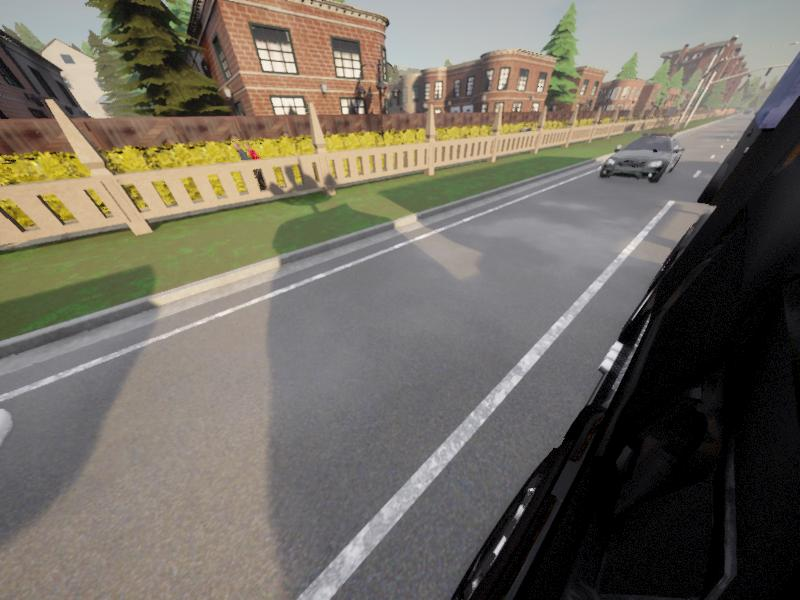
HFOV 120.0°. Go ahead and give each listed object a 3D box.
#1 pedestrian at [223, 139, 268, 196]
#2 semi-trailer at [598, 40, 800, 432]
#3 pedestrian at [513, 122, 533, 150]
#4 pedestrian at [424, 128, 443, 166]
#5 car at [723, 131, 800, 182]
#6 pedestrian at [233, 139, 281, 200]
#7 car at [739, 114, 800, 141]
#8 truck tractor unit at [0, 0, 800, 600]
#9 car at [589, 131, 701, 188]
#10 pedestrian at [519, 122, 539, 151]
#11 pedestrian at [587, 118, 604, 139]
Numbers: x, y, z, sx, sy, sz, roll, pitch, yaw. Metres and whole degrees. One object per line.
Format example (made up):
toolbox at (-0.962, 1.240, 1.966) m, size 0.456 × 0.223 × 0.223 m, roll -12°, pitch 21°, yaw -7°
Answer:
pedestrian at (-6.144, -5.270, 9.242) m, size 0.751 × 1.860 × 0.751 m, roll -27°, pitch 43°, yaw -29°
semi-trailer at (8.688, -3.626, 4.218) m, size 14.254 × 4.402 × 2.717 m, roll -28°, pitch 44°, yaw -30°
pedestrian at (10.536, -14.079, 19.844) m, size 0.751 × 1.860 × 0.751 m, roll -23°, pitch 41°, yaw -25°
pedestrian at (2.027, -9.279, 14.024) m, size 0.751 × 1.860 × 0.751 m, roll -28°, pitch 44°, yaw -30°
car at (15.731, -6.138, 9.671) m, size 4.181 × 1.385 × 1.994 m, roll -28°, pitch 44°, yaw -30°
pedestrian at (-5.302, -4.857, 8.637) m, size 0.751 × 1.860 × 0.751 m, roll -29°, pitch 44°, yaw -30°
car at (31.920, -14.970, 20.068) m, size 5.027 × 1.651 × 2.152 m, roll -28°, pitch 44°, yaw -30°
truck tractor unit at (2.645, -0.295, 0.351) m, size 6.516 × 4.208 × 3.053 m, roll -28°, pitch 44°, yaw -30°
car at (10.524, -6.175, 9.893) m, size 4.974 × 1.542 × 2.038 m, roll -28°, pitch 44°, yaw -30°
pedestrian at (10.486, -13.317, 18.833) m, size 0.751 × 1.860 × 0.751 m, roll -26°, pitch 43°, yaw -27°
pedestrian at (22.236, -19.537, 26.313) m, size 0.751 × 1.860 × 0.751 m, roll -28°, pitch 44°, yaw -30°
